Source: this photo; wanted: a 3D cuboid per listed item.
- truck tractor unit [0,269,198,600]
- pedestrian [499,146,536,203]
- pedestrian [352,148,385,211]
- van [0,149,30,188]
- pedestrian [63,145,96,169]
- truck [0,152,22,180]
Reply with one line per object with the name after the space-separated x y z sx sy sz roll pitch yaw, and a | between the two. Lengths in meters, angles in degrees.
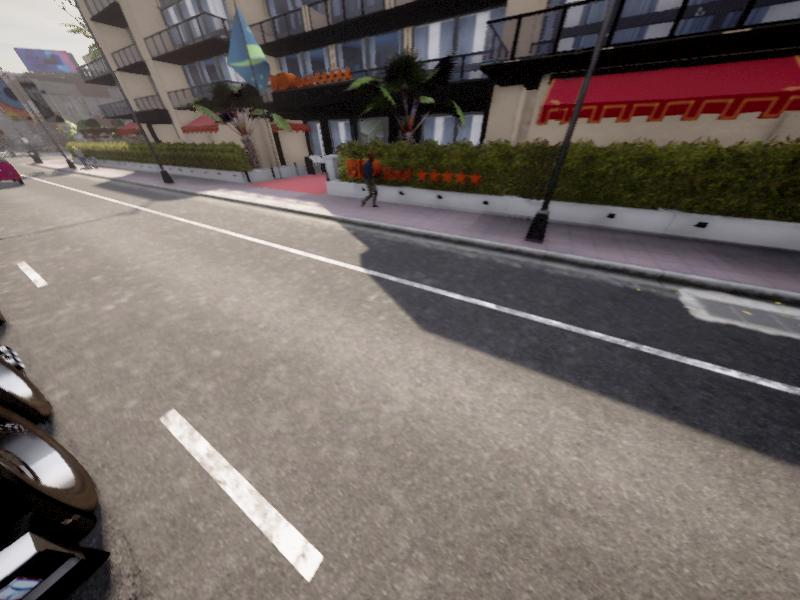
-5.125 -0.286 0.768 6.516 4.208 3.053 18 39 24 | truck tractor unit
4.574 -4.923 9.060 0.751 1.860 0.751 17 38 23 | pedestrian
-1.053 -4.246 8.152 0.751 1.860 0.751 12 37 18 | pedestrian
-26.122 -8.361 14.518 4.442 1.987 1.775 18 39 24 | van
-29.331 -13.137 21.195 0.751 1.860 0.751 9 36 13 | pedestrian
-31.615 -10.309 16.941 5.204 2.467 2.627 17 39 24 | truck
